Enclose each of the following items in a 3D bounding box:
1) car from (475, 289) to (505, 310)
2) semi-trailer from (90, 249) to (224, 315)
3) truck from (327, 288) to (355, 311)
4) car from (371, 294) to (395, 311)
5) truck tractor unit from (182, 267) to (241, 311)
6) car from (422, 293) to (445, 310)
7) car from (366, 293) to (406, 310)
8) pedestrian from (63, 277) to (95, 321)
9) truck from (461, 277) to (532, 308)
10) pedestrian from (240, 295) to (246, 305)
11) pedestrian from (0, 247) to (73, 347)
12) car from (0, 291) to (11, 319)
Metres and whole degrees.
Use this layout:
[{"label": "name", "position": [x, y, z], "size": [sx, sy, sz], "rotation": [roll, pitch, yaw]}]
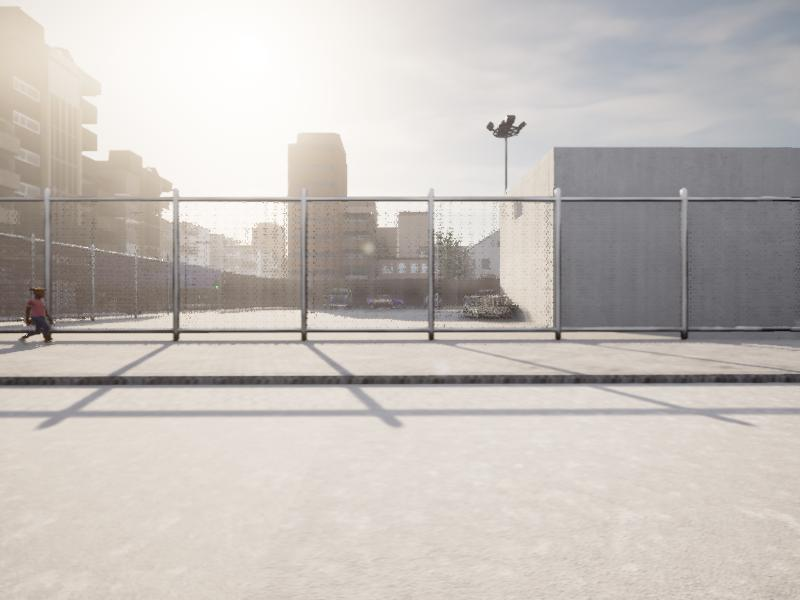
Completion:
[{"label": "car", "position": [8.281, -0.030, 37.100], "size": [1.905, 1.878, 3.866], "rotation": [0, 0, 0]}, {"label": "semi-trailer", "position": [-19.357, -1.176, 33.821], "size": [2.717, 4.402, 14.254], "rotation": [0, 0, 0]}, {"label": "truck", "position": [-5.480, -0.080, 37.686], "size": [2.069, 2.038, 4.478], "rotation": [0, 0, 0]}, {"label": "car", "position": [-1.518, 0.223, 37.549], "size": [2.033, 1.415, 5.357], "rotation": [0, 0, 0]}, {"label": "truck tractor unit", "position": [-19.420, -1.063, 41.737], "size": [3.053, 4.208, 6.516], "rotation": [0, 0, 0]}, {"label": "car", "position": [3.158, 0.151, 37.993], "size": [1.845, 1.501, 3.633], "rotation": [0, 0, 0]}, {"label": "car", "position": [-1.290, 0.151, 37.390], "size": [3.705, 1.547, 1.789], "rotation": [0, 0, 0]}, {"label": "pedestrian", "position": [-13.941, -0.044, 17.388], "size": [0.751, 1.860, 0.751], "rotation": [0, 0, -2]}, {"label": "truck", "position": [12.433, -0.948, 52.088], "size": [8.468, 3.827, 2.891], "rotation": [0, 0, 0]}, {"label": "pedestrian", "position": [-27.416, -0.007, 69.917], "size": [0.751, 1.860, 0.751], "rotation": [0, 0, 3]}, {"label": "pedestrian", "position": [-7.077, -0.058, 7.823], "size": [0.751, 1.860, 0.751], "rotation": [0, 0, -1]}, {"label": "car", "position": [-23.280, 0.280, 20.666], "size": [2.007, 1.525, 4.514], "rotation": [0, 0, -1]}]
